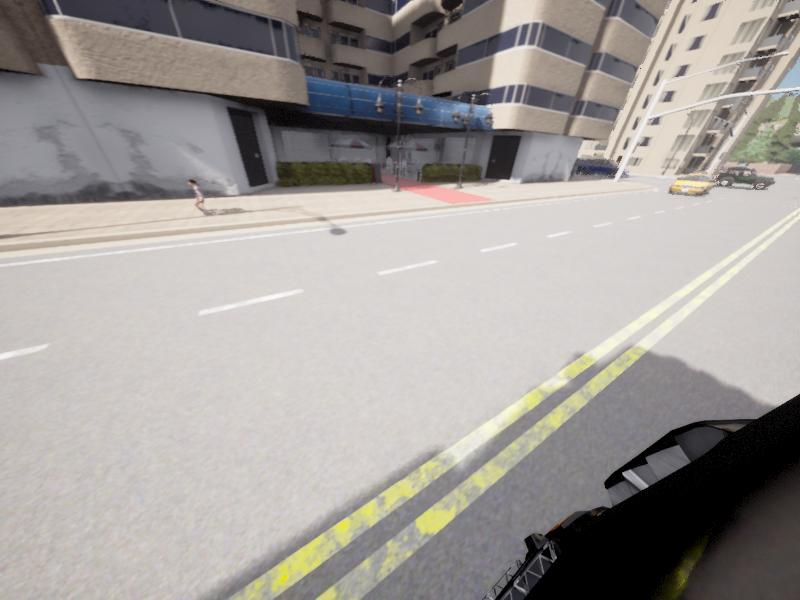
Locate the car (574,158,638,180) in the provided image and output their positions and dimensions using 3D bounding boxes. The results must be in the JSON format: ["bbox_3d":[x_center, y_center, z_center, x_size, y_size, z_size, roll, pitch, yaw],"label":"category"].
[{"bbox_3d":[26.724,-17.262,30.300,2.150,2.045,5.566,-17,38,-27],"label":"car"}]

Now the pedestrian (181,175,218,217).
[{"bbox_3d":[-6.142,-3.198,7.132,0.500,1.100,0.500,-16,37,-25],"label":"pedestrian"}]

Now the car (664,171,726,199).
[{"bbox_3d":[22.895,-9.030,17.908,5.366,1.575,1.801,-19,39,-29],"label":"car"}]

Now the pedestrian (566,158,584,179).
[{"bbox_3d":[18.311,-13.776,24.252,0.751,1.860,0.751,14,35,16],"label":"pedestrian"}]

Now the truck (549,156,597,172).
[{"bbox_3d":[30.890,-24.499,41.576,2.390,2.098,6.274,-16,38,-26],"label":"truck"}]

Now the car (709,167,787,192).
[{"bbox_3d":[35.575,-12.485,23.763,1.905,1.878,3.866,-16,38,-26],"label":"car"}]

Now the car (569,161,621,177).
[{"bbox_3d":[28.371,-19.264,33.837,1.930,1.638,5.238,-16,37,-26],"label":"car"}]
